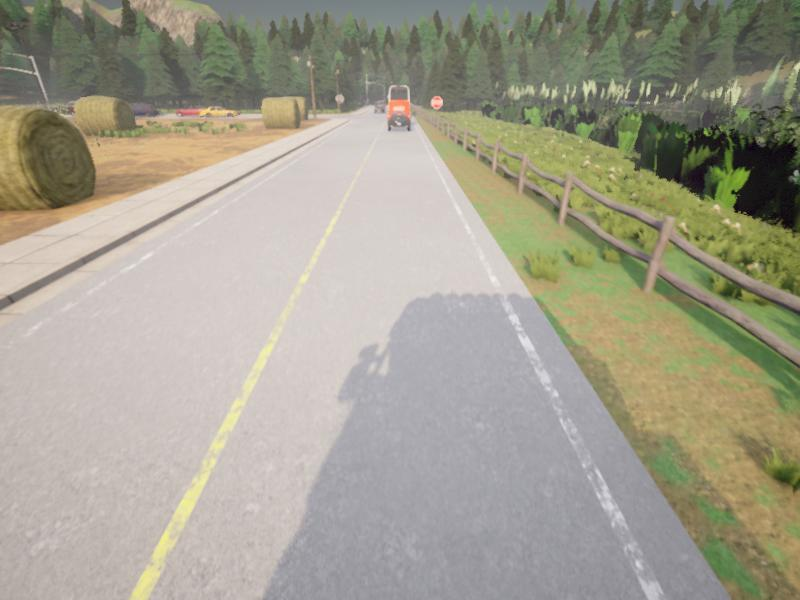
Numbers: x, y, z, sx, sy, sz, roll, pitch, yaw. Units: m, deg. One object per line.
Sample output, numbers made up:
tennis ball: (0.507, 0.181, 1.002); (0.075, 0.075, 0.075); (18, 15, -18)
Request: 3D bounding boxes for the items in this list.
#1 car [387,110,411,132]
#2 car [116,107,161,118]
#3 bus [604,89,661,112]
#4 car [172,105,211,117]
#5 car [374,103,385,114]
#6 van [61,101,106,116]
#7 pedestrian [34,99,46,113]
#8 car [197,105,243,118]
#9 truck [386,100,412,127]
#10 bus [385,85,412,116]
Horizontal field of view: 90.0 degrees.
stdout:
car: (-0.080, -16.993, 37.902); (2.152, 1.651, 5.027); (0, 27, 0)
car: (-36.400, -26.177, 55.811); (4.718, 1.301, 1.895); (-1, 27, -3)
bus: (50.329, -43.523, 87.216); (3.944, 4.253, 10.273); (-8, 28, -15)
car: (-30.764, -27.951, 59.159); (4.514, 1.525, 2.007); (-1, 27, -3)
car: (-3.645, -33.933, 70.872); (1.789, 1.549, 3.705); (0, 27, 0)
van: (-46.063, -27.900, 58.317); (4.442, 1.987, 1.775); (-1, 27, -3)
pedestrian: (-57.670, -31.067, 64.052); (0.751, 1.860, 0.751); (-10, 29, -19)
car: (-25.295, -26.491, 56.280); (5.366, 1.575, 1.801); (-1, 27, -3)
truck: (-0.089, -20.584, 43.960); (2.627, 2.467, 5.204); (0, 27, 0)
bus: (-0.250, -32.732, 65.627); (3.944, 4.253, 10.273); (0, 27, 0)
